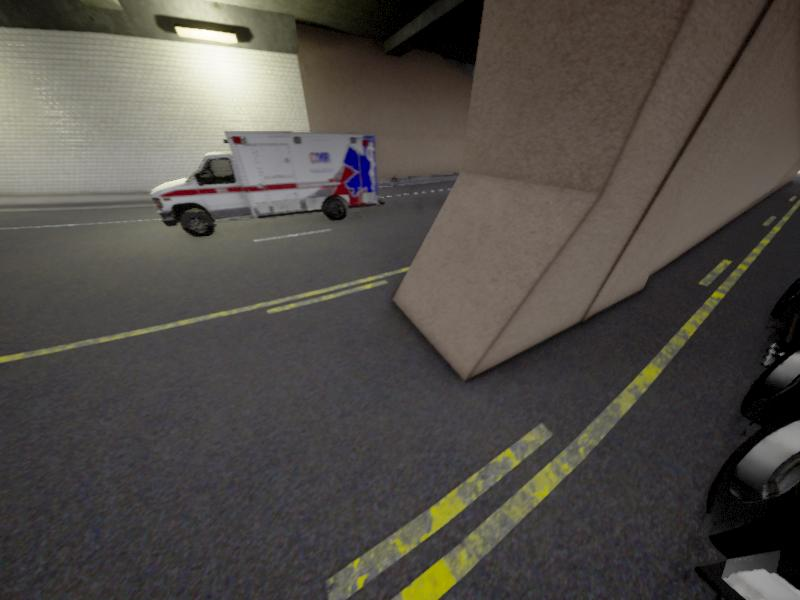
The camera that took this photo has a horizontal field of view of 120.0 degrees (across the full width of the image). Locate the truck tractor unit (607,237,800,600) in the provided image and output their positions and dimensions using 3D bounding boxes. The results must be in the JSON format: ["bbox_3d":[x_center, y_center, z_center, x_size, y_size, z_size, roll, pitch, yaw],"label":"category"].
[{"bbox_3d":[5.064,-0.344,0.846,6.516,4.208,3.053,-20,40,-26],"label":"truck tractor unit"}]

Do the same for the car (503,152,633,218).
[{"bbox_3d":[6.736,-4.806,9.328,4.605,1.855,1.932,-19,39,-26],"label":"car"}]

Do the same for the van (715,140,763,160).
[{"bbox_3d":[52.096,-23.103,35.520,6.366,2.431,2.351,-19,39,-25],"label":"van"}]

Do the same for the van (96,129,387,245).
[{"bbox_3d":[-3.830,-3.863,7.406,6.366,2.431,2.351,-17,38,-23],"label":"van"}]
